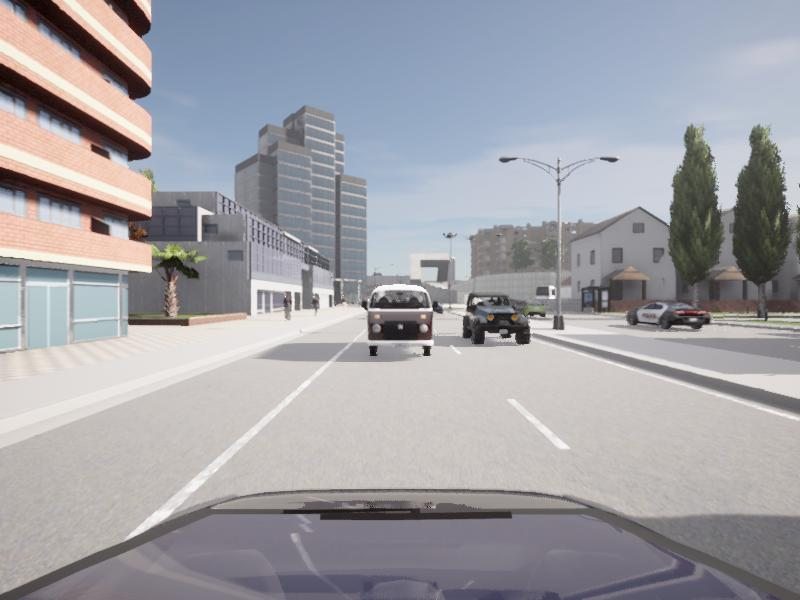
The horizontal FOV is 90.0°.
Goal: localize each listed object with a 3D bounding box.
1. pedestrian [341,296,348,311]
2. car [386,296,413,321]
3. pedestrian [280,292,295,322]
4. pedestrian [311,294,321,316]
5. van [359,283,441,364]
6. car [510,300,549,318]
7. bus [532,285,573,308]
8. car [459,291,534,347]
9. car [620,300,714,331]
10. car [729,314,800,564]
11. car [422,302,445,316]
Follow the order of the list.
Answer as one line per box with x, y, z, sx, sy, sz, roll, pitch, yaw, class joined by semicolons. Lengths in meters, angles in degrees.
-6.975;0.415;50.154;0.751;1.860;0.751;0;0;6;pedestrian
-0.031;0.609;31.685;1.932;1.855;4.605;0;0;0;car
-7.279;0.443;25.924;0.751;1.860;0.751;0;0;-4;pedestrian
-7.043;0.436;33.584;0.751;1.860;0.751;0;0;-8;pedestrian
-0.020;0.548;12.314;2.069;2.038;4.480;0;1;-1;van
11.470;0.779;35.678;2.007;1.525;4.514;0;0;0;car
31.058;-0.649;81.046;10.273;4.253;3.944;0;0;-45;bus
3.488;0.625;15.209;1.905;1.878;3.866;0;0;0;car
14.982;0.797;22.870;2.038;1.542;4.974;0;0;0;car
3.498;0.849;0.543;2.163;1.488;4.792;0;0;0;car
3.443;0.886;41.912;1.895;1.301;4.718;0;0;0;car
